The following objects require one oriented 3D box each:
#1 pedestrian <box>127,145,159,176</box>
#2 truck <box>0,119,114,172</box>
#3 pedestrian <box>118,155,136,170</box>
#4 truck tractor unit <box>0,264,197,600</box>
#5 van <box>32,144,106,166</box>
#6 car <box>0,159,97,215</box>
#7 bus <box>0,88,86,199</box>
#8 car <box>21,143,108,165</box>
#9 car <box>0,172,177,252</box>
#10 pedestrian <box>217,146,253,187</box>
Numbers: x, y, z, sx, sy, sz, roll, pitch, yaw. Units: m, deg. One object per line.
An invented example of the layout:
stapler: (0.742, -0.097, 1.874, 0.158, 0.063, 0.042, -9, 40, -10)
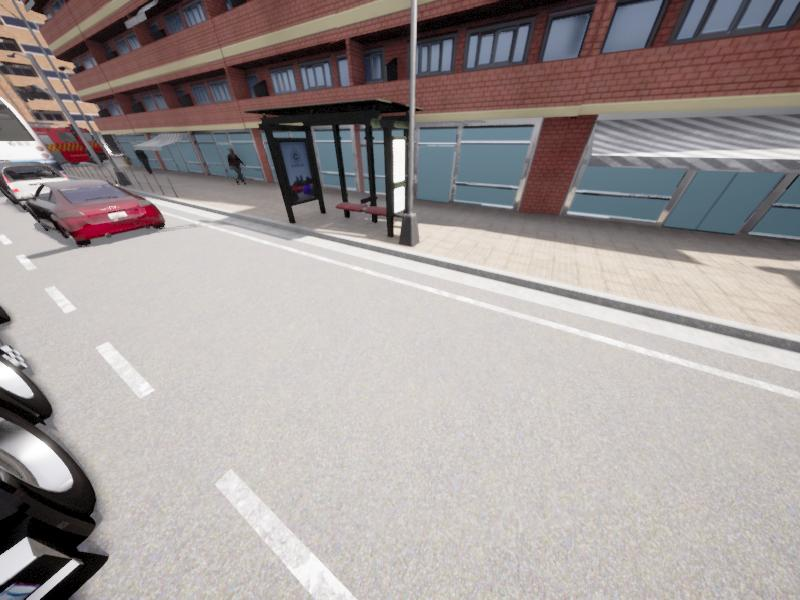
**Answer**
pedestrian: (-18.375, -10.019, 16.577, 0.751, 1.860, 0.751, -25, 42, -31)
truck: (-35.982, -15.809, 23.608, 2.891, 3.827, 8.468, -5, 35, -6)
pedestrian: (-23.775, -11.983, 20.131, 0.500, 1.100, 0.500, 20, 40, 26)
truck tractor unit: (-5.110, -0.301, 0.780, 6.516, 4.208, 3.053, 18, 39, 24)
van: (-38.961, -17.303, 27.383, 1.775, 1.987, 4.442, 18, 39, 25)
car: (-15.345, -4.889, 9.722, 3.988, 1.617, 1.851, 18, 39, 24)
bus: (-23.283, -8.485, 12.628, 10.273, 4.253, 3.944, 18, 39, 24)
car: (-41.602, -18.369, 28.880, 2.150, 2.045, 5.566, 16, 38, 22)
car: (-9.288, -2.825, 6.922, 4.181, 1.385, 1.994, 17, 38, 23)
pedestrian: (-8.821, -7.188, 12.443, 0.751, 1.860, 0.751, 18, 39, 24)
